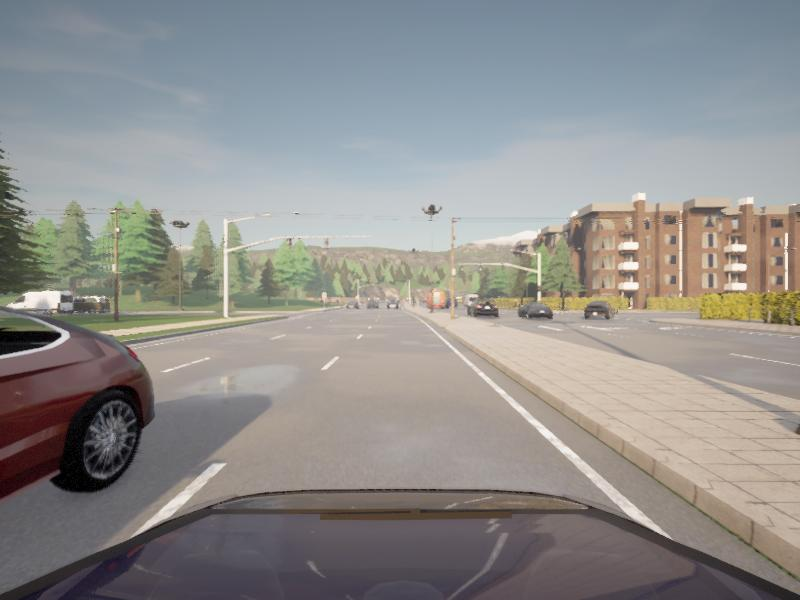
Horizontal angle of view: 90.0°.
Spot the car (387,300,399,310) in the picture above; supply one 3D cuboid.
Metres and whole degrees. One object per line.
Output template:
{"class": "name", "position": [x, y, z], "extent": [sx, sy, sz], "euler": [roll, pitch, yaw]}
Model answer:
{"class": "car", "position": [-1.255, 0.796, 70.434], "extent": [2.033, 1.649, 4.856], "euler": [0, 0, 0]}

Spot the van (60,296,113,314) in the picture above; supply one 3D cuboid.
{"class": "van", "position": [-35.912, 0.582, 45.849], "extent": [4.480, 2.038, 2.069], "euler": [0, 0, 1]}

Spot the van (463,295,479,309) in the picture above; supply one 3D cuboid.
{"class": "van", "position": [13.723, 0.322, 77.661], "extent": [1.988, 2.561, 5.915], "euler": [0, 0, 0]}

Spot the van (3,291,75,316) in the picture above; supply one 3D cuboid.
{"class": "van", "position": [-38.136, 0.333, 42.376], "extent": [5.915, 2.561, 1.988], "euler": [0, 0, 1]}

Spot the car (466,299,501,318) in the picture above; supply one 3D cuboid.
{"class": "car", "position": [7.746, 0.766, 37.734], "extent": [2.242, 1.667, 4.611], "euler": [0, 0, -2]}

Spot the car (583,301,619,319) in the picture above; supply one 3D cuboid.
{"class": "car", "position": [17.606, 0.855, 34.953], "extent": [1.837, 1.490, 4.892], "euler": [-2, -1, 38]}

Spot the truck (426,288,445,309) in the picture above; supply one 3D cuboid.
{"class": "truck", "position": [6.726, -0.303, 76.656], "extent": [2.891, 3.827, 8.468], "euler": [0, 0, 0]}

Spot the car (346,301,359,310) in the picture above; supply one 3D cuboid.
{"class": "car", "position": [-8.252, 0.888, 69.946], "extent": [1.812, 1.442, 4.674], "euler": [0, 0, -1]}

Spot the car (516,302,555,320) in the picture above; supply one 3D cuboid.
{"class": "car", "position": [11.455, 0.917, 34.145], "extent": [1.994, 1.385, 4.181], "euler": [0, 0, 1]}

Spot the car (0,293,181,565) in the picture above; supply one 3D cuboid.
{"class": "car", "position": [-3.499, 0.782, 1.917], "extent": [2.152, 1.651, 5.027], "euler": [0, 0, 0]}

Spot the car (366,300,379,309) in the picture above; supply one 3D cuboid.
{"class": "car", "position": [-4.787, 0.845, 70.812], "extent": [2.038, 1.542, 4.974], "euler": [0, 0, -1]}
